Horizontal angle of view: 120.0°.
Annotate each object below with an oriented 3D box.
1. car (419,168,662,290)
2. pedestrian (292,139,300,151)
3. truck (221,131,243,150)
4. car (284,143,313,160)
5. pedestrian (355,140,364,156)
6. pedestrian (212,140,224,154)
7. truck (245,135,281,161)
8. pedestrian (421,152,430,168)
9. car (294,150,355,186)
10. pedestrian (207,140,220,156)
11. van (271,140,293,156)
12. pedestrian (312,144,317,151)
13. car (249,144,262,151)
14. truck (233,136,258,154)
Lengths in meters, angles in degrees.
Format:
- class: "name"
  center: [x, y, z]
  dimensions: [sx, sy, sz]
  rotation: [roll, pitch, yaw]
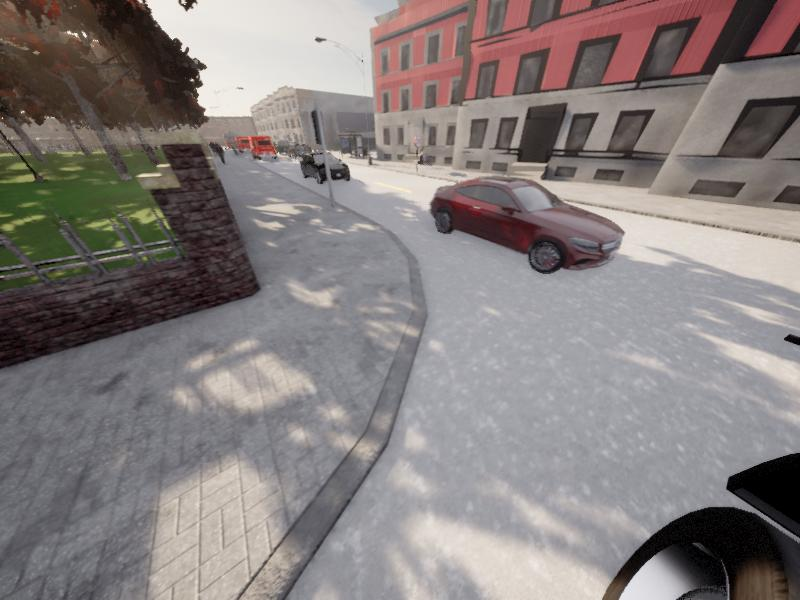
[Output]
- class: "car"
  center: [2.656, -2.183, 5.729]
  dimensions: [1.812, 1.442, 4.674]
  rotation: [-22, 41, -28]
- class: "pedestrian"
  center: [-19.980, -29.741, 44.387]
  dimensions: [0.751, 1.860, 0.751]
  rotation: [-21, 40, -27]
- class: "truck"
  center: [-43.213, -40.930, 59.321]
  dimensions: [2.891, 3.827, 8.468]
  rotation: [-22, 41, -28]
- class: "car"
  center: [-13.510, -19.695, 30.520]
  dimensions: [2.033, 1.649, 4.856]
  rotation: [-22, 41, -28]
- class: "pedestrian"
  center: [-5.924, -22.154, 33.608]
  dimensions: [0.751, 1.860, 0.751]
  rotation: [25, 42, 31]
- class: "pedestrian"
  center: [-29.021, -24.390, 36.870]
  dimensions: [0.751, 1.860, 0.751]
  rotation: [29, 45, 35]
- class: "truck"
  center: [-17.193, -19.042, 28.905]
  dimensions: [2.627, 2.467, 5.204]
  rotation: [-22, 40, -28]
- class: "pedestrian"
  center: [2.149, -11.690, 19.285]
  dimensions: [0.500, 1.100, 0.500]
  rotation: [-16, 38, -21]
- class: "car"
  center: [-4.907, -8.484, 14.638]
  dimensions: [1.882, 1.535, 5.008]
  rotation: [-22, 40, -28]
- class: "pedestrian"
  center: [-26.336, -21.410, 32.624]
  dimensions: [0.751, 1.860, 0.751]
  rotation: [-28, 43, -33]
- class: "van"
  center: [-18.868, -24.280, 36.751]
  dimensions: [1.775, 1.987, 4.442]
  rotation: [-22, 41, -28]
- class: "pedestrian"
  center: [-16.457, -29.363, 44.569]
  dimensions: [0.500, 1.100, 0.500]
  rotation: [-2, 35, -2]
- class: "car"
  center: [-35.298, -37.410, 56.461]
  dimensions: [1.895, 1.301, 4.718]
  rotation: [-22, 41, -28]
- class: "truck"
  center: [-27.829, -27.845, 41.464]
  dimensions: [2.627, 2.467, 5.204]
  rotation: [-22, 40, -27]
